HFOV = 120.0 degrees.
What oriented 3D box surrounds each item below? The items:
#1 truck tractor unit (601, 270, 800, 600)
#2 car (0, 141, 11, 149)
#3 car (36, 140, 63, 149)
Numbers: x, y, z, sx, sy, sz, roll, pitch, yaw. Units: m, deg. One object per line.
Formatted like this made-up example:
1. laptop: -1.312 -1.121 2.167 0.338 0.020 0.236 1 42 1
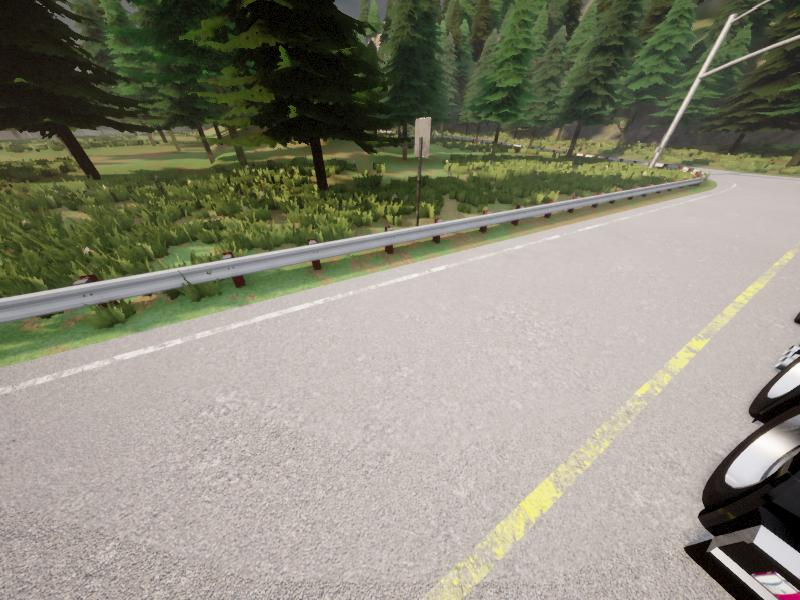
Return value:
1. truck tractor unit: 5.120 -0.292 0.767 6.516 4.208 3.053 -18 39 -24
2. car: -95.239 -35.719 53.329 5.008 1.535 1.882 -18 39 -25
3. car: -87.374 -38.857 57.599 3.866 1.878 1.905 9 36 13
